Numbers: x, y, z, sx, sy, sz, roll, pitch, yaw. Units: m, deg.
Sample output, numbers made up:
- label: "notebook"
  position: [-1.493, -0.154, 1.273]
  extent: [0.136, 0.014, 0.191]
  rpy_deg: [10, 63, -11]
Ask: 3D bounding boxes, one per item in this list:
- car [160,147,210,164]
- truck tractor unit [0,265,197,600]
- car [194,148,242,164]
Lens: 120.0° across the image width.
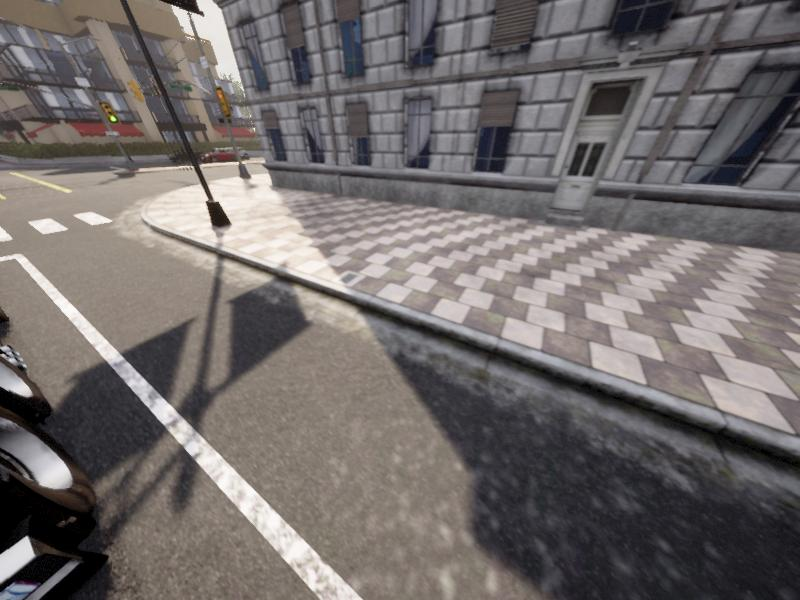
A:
- label: "car"
  position: [-25.940, -17.547, 28.039]
  extent: [1.789, 1.549, 3.705]
  rpy_deg: [18, 39, 25]
- label: "truck tractor unit"
  position: [-5.113, -0.298, 0.778]
  extent: [6.516, 4.208, 3.053]
  rpy_deg: [18, 39, 24]
- label: "car"
  position: [-21.942, -17.481, 27.979]
  extent: [1.970, 1.475, 3.806]
  rpy_deg: [18, 39, 25]
